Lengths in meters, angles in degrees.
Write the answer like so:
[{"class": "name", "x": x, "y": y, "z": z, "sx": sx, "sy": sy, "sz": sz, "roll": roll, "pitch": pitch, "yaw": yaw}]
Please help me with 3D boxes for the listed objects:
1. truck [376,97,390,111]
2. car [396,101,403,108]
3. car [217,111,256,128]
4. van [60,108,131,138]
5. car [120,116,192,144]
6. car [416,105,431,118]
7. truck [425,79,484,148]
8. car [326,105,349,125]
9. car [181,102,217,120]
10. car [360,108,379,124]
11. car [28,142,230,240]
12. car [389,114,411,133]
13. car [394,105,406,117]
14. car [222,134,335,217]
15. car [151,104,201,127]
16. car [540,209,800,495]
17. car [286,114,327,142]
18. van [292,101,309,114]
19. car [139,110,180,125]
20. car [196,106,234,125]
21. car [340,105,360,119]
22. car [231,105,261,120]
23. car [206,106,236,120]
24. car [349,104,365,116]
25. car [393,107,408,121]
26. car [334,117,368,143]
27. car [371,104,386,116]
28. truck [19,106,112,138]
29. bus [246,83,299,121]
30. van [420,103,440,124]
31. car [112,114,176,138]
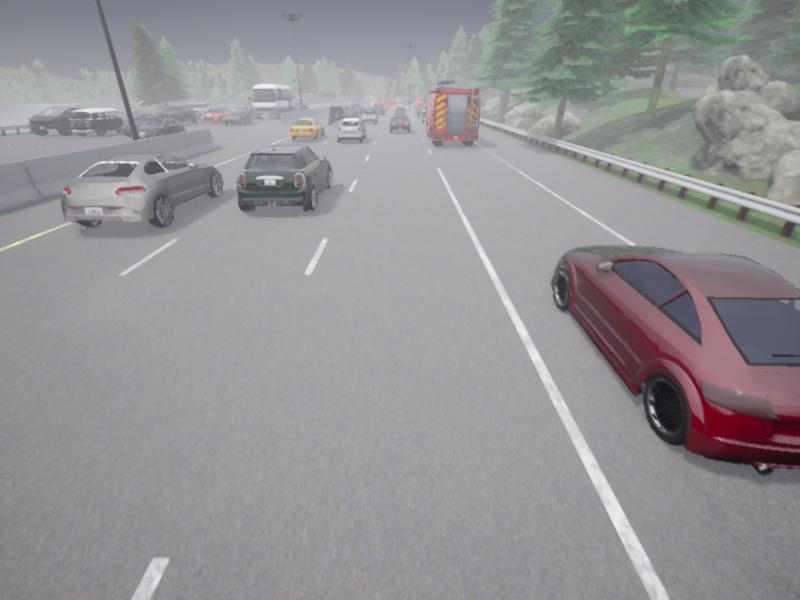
[{"class": "truck", "x": -3.524, "y": -41.673, "z": 84.966, "sx": 2.627, "sy": 2.467, "sz": 5.204, "roll": 0, "pitch": 27, "yaw": 0}, {"class": "car", "x": -0.072, "y": -49.755, "z": 101.699, "sx": 1.801, "sy": 1.575, "sz": 5.366, "roll": 0, "pitch": 27, "yaw": 0}, {"class": "car", "x": -17.488, "y": -19.548, "z": 43.129, "sx": 2.033, "sy": 1.411, "sz": 5.357, "roll": 0, "pitch": 27, "yaw": 0}, {"class": "van", "x": -24.490, "y": -14.430, "z": 32.476, "sx": 2.069, "sy": 2.038, "sz": 4.480, "roll": 0, "pitch": 27, "yaw": 0}, {"class": "car", "x": -17.489, "y": -12.386, "z": 29.071, "sx": 2.128, "sy": 1.511, "sz": 4.902, "roll": 0, "pitch": 27, "yaw": 0}, {"class": "car", "x": 3.518, "y": -28.450, "z": 60.275, "sx": 2.038, "sy": 1.542, "sz": 4.974, "roll": 0, "pitch": 27, "yaw": 0}, {"class": "truck", "x": 3.516, "y": -13.314, "z": 28.328, "sx": 2.891, "sy": 3.827, "sz": 8.468, "roll": 0, "pitch": 27, "yaw": 0}, {"class": "car", "x": -6.985, "y": -20.857, "z": 45.125, "sx": 1.905, "sy": 1.878, "sz": 3.866, "roll": 0, "pitch": 28, "yaw": 0}, {"class": "car", "x": -27.983, "y": -26.504, "z": 55.947, "sx": 2.150, "sy": 2.045, "sz": 5.566, "roll": 0, "pitch": 28, "yaw": 0}, {"class": "car", "x": -3.485, "y": -21.539, "z": 46.755, "sx": 1.851, "sy": 1.617, "sz": 3.988, "roll": 0, "pitch": 27, "yaw": 0}, {"class": "car", "x": -6.996, "y": -3.311, "z": 11.292, "sx": 2.152, "sy": 1.651, "sz": 5.027, "roll": 0, "pitch": 27, "yaw": 0}, {"class": "car", "x": 0.012, "y": -16.232, "z": 36.771, "sx": 1.895, "sy": 1.301, "sz": 4.718, "roll": 0, "pitch": 27, "yaw": 0}, {"class": "car", "x": 0.018, "y": -29.600, "z": 62.507, "sx": 1.882, "sy": 1.535, "sz": 5.008, "roll": 0, "pitch": 27, "yaw": 0}, {"class": "car", "x": -3.495, "y": -4.119, "z": 12.671, "sx": 2.097, "sy": 1.767, "sz": 4.553, "roll": 0, "pitch": 27, "yaw": 0}, {"class": "car", "x": -24.487, "y": -20.371, "z": 44.027, "sx": 2.150, "sy": 2.045, "sz": 5.566, "roll": 0, "pitch": 27, "yaw": 0}, {"class": "car", "x": 3.484, "y": 0.090, "z": 4.946, "sx": 1.994, "sy": 1.385, "sz": 4.181, "roll": 0, "pitch": 27, "yaw": 0}, {"class": "car", "x": -6.989, "y": -13.138, "z": 30.450, "sx": 1.801, "sy": 1.575, "sz": 5.366, "roll": 0, "pitch": 27, "yaw": 0}, {"class": "van", "x": -17.484, "y": -33.916, "z": 70.424, "sx": 1.775, "sy": 1.987, "sz": 4.442, "roll": 0, "pitch": 27, "yaw": 0}, {"class": "car", "x": -27.986, "y": -21.369, "z": 46.788, "sx": 1.895, "sy": 1.301, "sz": 4.718, "roll": 0, "pitch": 27, "yaw": 0}, {"class": "car", "x": -20.987, "y": -21.102, "z": 45.715, "sx": 2.097, "sy": 1.767, "sz": 4.553, "roll": 0, "pitch": 27, "yaw": 0}, {"class": "car", "x": -6.984, "y": -26.737, "z": 56.798, "sx": 2.242, "sy": 1.667, "sz": 4.611, "roll": 0, "pitch": 27, "yaw": 0}, {"class": "car", "x": -20.981, "y": -25.660, "z": 54.771, "sx": 2.152, "sy": 1.651, "sz": 5.027, "roll": 0, "pitch": 27, "yaw": 0}, {"class": "car", "x": -24.483, "y": -25.650, "z": 54.858, "sx": 2.007, "sy": 1.525, "sz": 4.514, "roll": 0, "pitch": 27, "yaw": 0}, {"class": "car", "x": -6.981, "y": -31.377, "z": 65.849, "sx": 2.033, "sy": 1.649, "sz": 4.856, "roll": 0, "pitch": 27, "yaw": 0}, {"class": "car", "x": 0.017, "y": -24.127, "z": 51.865, "sx": 1.845, "sy": 1.501, "sz": 3.633, "roll": 0, "pitch": 27, "yaw": 0}, {"class": "car", "x": -3.489, "y": -12.483, "z": 29.285, "sx": 1.970, "sy": 1.475, "sz": 3.806, "roll": 0, "pitch": 27, "yaw": 0}, {"class": "car", "x": -3.482, "y": -31.060, "z": 65.224, "sx": 2.242, "sy": 1.667, "sz": 4.611, "roll": 0, "pitch": 27, "yaw": 0}, {"class": "truck", "x": -27.989, "y": -15.186, "z": 33.885, "sx": 2.390, "sy": 2.098, "sz": 6.274, "roll": 0, "pitch": 27, "yaw": 0}, {"class": "bus", "x": -17.363, "y": -27.619, "z": 55.704, "sx": 3.944, "sy": 4.253, "sz": 10.273, "roll": 0, "pitch": 27, "yaw": 0}, {"class": "van", "x": 3.513, "y": -22.256, "z": 47.683, "sx": 2.069, "sy": 2.038, "sz": 4.480, "roll": 0, "pitch": 28, "yaw": 0}, {"class": "car", "x": -20.989, "y": -14.482, "z": 33.131, "sx": 2.038, "sy": 1.542, "sz": 4.974, "roll": 0, "pitch": 27, "yaw": 0}]
